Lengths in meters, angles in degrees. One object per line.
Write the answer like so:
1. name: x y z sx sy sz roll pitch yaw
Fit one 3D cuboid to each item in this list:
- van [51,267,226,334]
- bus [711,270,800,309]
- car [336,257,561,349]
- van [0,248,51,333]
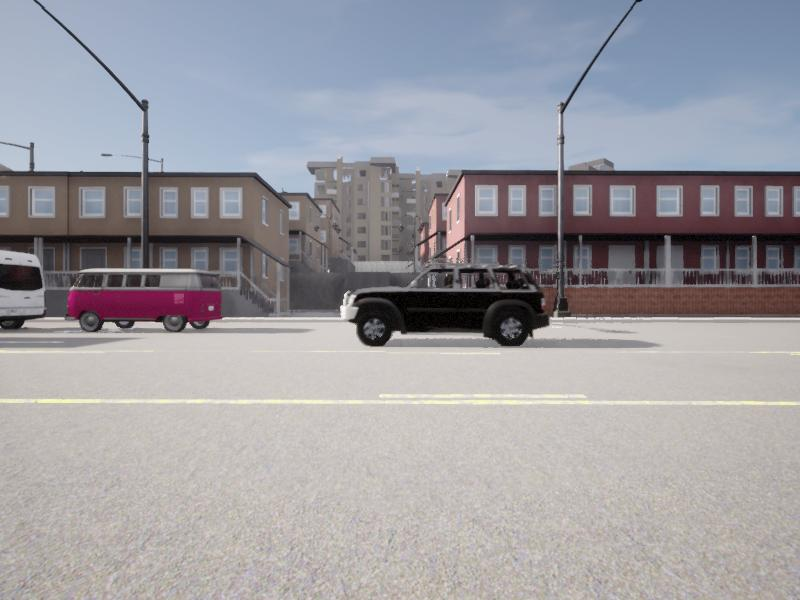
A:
1. van: -8.192 -0.004 12.806 4.442 1.987 1.775 0 0 1
2. bus: 44.217 -1.135 49.197 3.944 4.253 10.273 0 0 1
3. car: 0.998 0.055 9.203 4.605 1.855 1.932 1 0 1
4. van: -15.030 -0.278 12.886 5.915 2.561 1.988 0 0 1
